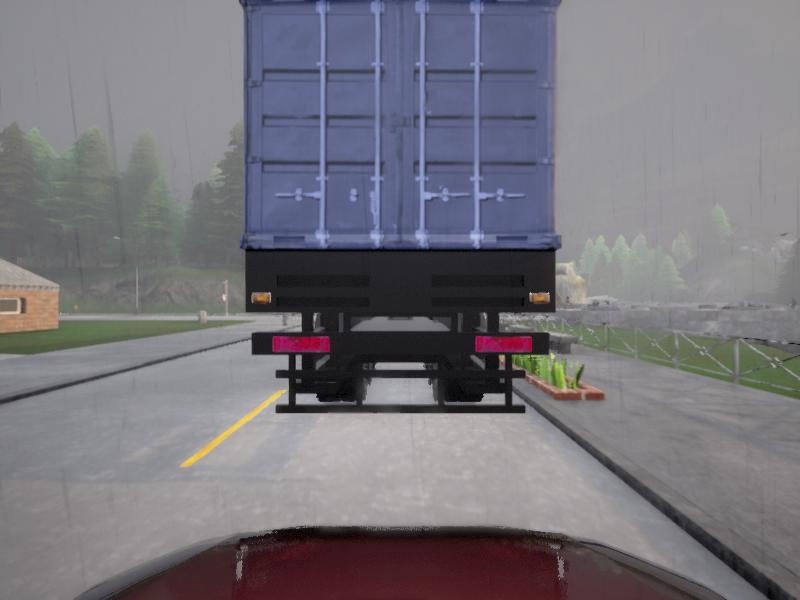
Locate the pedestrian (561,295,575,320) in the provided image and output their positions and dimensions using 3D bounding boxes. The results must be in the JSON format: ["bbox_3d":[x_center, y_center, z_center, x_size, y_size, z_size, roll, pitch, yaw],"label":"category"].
[{"bbox_3d":[12.951,0.562,30.872,0.751,1.860,0.751,0,0,0],"label":"pedestrian"}]

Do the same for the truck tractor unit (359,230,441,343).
[{"bbox_3d":[0.000,-0.501,18.141,3.053,4.208,6.516,0,0,0],"label":"truck tractor unit"}]

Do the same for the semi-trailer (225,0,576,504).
[{"bbox_3d":[0.004,-0.605,10.227,2.717,4.402,14.254,0,0,0],"label":"semi-trailer"}]

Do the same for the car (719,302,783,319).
[{"bbox_3d":[31.729,0.898,36.235,4.193,1.474,1.816,0,0,0],"label":"car"}]

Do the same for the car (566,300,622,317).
[{"bbox_3d":[19.452,0.805,40.242,4.611,1.667,2.242,0,0,0],"label":"car"}]
